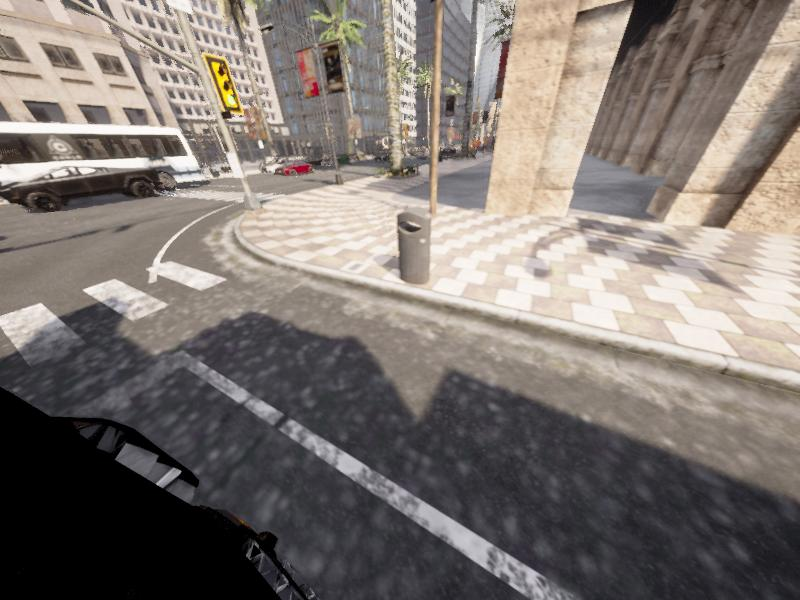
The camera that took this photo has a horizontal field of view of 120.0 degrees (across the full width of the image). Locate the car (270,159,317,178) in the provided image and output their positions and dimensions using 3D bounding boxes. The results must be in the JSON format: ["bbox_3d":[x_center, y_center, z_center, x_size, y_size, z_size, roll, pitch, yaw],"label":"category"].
[{"bbox_3d":[-11.430,-14.351,25.100,1.994,1.385,4.181,14,37,24],"label":"car"}]

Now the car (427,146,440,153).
[{"bbox_3d":[10.424,-46.643,71.505,2.231,1.521,4.892,14,37,24],"label":"car"}]

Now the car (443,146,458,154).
[{"bbox_3d":[12.145,-36.274,55.851,2.038,1.542,4.974,14,37,24],"label":"car"}]

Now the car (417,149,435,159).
[{"bbox_3d":[5.087,-28.259,44.641,1.895,1.301,4.718,14,37,24],"label":"car"}]

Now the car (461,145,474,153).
[{"bbox_3d":[16.667,-37.112,56.695,1.801,1.575,5.366,14,37,24],"label":"car"}]

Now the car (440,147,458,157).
[{"bbox_3d":[9.680,-29.239,45.541,2.128,1.511,4.902,14,37,24],"label":"car"}]

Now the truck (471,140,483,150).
[{"bbox_3d":[25.871,-52.118,77.603,2.627,2.467,5.204,14,37,24],"label":"truck"}]

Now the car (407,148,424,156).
[{"bbox_3d":[3.797,-35.427,55.264,2.038,1.542,4.974,14,37,24],"label":"car"}]

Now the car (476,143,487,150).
[{"bbox_3d":[24.660,-46.192,69.442,2.097,1.767,4.553,14,37,24],"label":"car"}]

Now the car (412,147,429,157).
[{"bbox_3d":[4.478,-31.967,49.940,2.033,1.649,4.856,14,37,24],"label":"car"}]

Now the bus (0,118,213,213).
[{"bbox_3d":[-20.587,-9.610,16.156,3.944,4.253,10.273,14,37,24],"label":"bus"}]

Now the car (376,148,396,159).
[{"bbox_3d":[-2.961,-31.722,50.031,2.185,1.767,4.553,14,37,24],"label":"car"}]

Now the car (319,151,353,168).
[{"bbox_3d":[-9.429,-20.910,34.369,2.097,1.767,4.553,14,38,24],"label":"car"}]

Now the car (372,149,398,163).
[{"bbox_3d":[-2.491,-24.281,38.964,2.242,1.667,4.611,14,37,24],"label":"car"}]

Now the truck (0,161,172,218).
[{"bbox_3d":[-18.553,-6.865,13.818,2.390,2.098,6.274,14,37,24],"label":"truck"}]

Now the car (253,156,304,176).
[{"bbox_3d":[-14.073,-15.768,27.165,2.242,1.667,4.611,14,37,24],"label":"car"}]

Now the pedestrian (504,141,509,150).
[{"bbox_3d":[25.118,-36.503,54.529,0.751,1.860,0.751,6,35,14],"label":"pedestrian"}]

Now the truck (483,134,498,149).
[{"bbox_3d":[30.696,-53.870,78.607,2.891,3.827,8.468,14,37,24],"label":"truck"}]

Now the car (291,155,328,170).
[{"bbox_3d":[-13.222,-20.425,34.237,2.163,1.488,4.792,14,37,24],"label":"car"}]
